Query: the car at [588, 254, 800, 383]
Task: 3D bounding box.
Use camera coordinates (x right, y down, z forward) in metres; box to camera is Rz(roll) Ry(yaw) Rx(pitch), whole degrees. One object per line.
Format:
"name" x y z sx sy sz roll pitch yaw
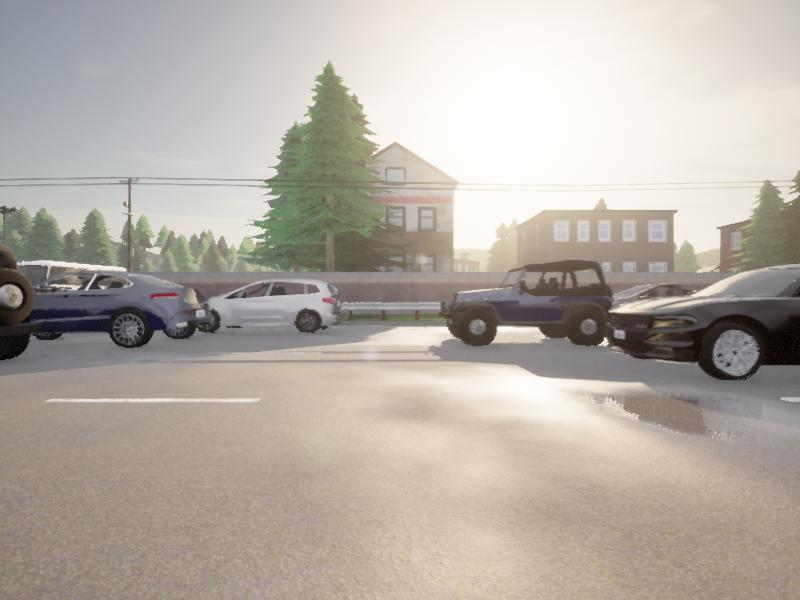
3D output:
"car" 5.646 0.223 5.733 5.008 1.535 1.882 0 0 0

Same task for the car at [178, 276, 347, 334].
"car" -4.119 0.156 12.680 4.611 1.667 2.242 0 0 0

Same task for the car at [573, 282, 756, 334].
"car" 8.191 0.229 12.746 4.514 1.525 2.007 0 0 0

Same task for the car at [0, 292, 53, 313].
"car" -32.239 0.199 33.409 1.801 1.575 5.366 0 0 0

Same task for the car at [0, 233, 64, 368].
"car" -7.501 0.040 5.660 3.866 1.878 1.905 -1 0 0

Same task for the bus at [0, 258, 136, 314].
"bus" -28.621 -1.144 35.246 3.944 4.253 10.273 0 1 0

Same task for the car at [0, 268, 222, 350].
"car" -7.070 0.179 9.172 5.027 1.651 2.152 0 0 0

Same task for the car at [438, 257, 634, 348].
"car" 2.895 0.046 9.217 3.866 1.878 1.905 0 0 0
